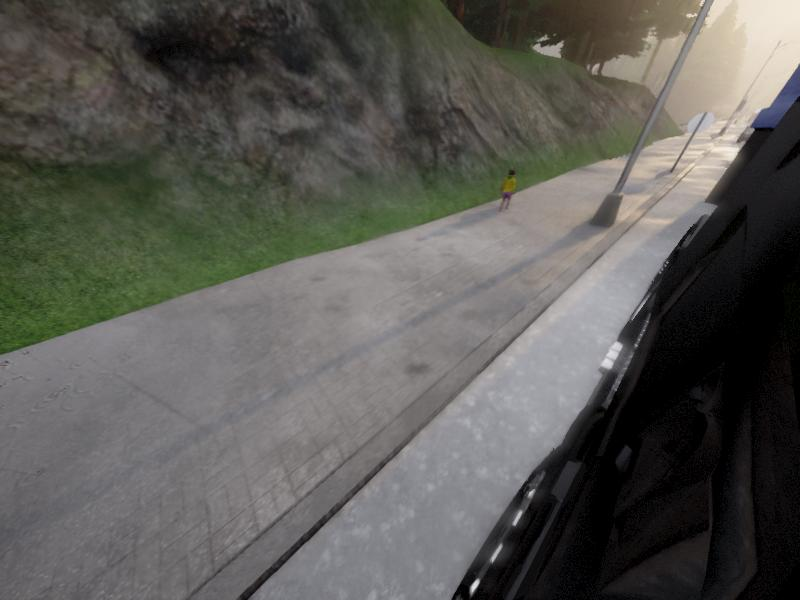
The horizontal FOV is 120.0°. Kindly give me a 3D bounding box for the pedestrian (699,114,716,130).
[{"bbox_3d":[46.817,-27.104,35.164,0.751,1.860,0.751,29,47,35],"label":"pedestrian"}]

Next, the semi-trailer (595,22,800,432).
[{"bbox_3d":[8.846,-3.497,4.082,14.254,4.402,2.717,-26,43,-28],"label":"semi-trailer"}]

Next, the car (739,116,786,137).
[{"bbox_3d":[39.084,-18.820,25.000,4.856,1.649,2.033,-28,44,-30],"label":"car"}]

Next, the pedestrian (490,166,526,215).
[{"bbox_3d":[2.925,-2.982,6.309,0.500,1.100,0.500,30,47,35],"label":"pedestrian"}]

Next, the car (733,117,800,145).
[{"bbox_3d":[30.109,-14.017,19.105,4.611,1.667,2.242,-28,44,-30],"label":"car"}]

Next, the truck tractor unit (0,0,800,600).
[{"bbox_3d":[2.645,-0.295,0.352,6.516,4.208,3.053,-28,44,-30],"label":"truck tractor unit"}]
